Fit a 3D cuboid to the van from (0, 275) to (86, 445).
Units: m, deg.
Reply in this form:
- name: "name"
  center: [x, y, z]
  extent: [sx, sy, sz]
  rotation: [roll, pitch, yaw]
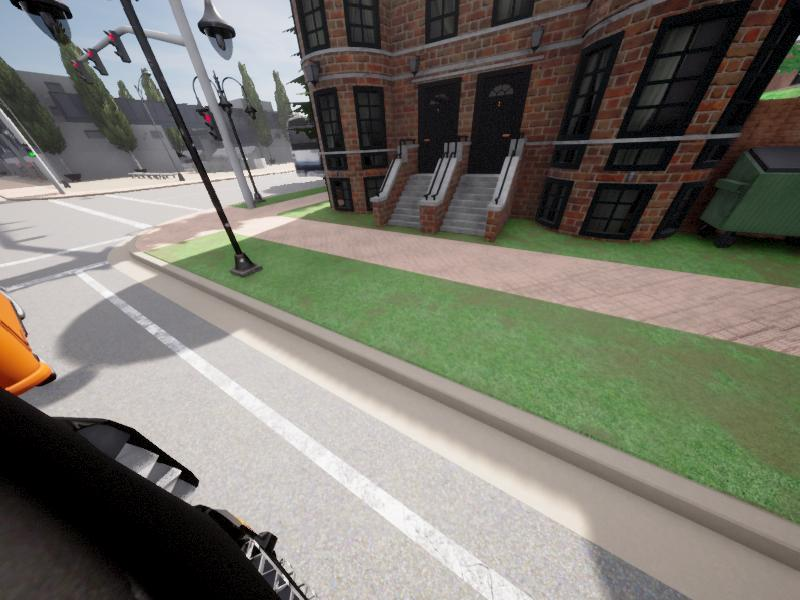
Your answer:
- name: "van"
  center: [-5.884, 0.149, 2.364]
  extent: [4.442, 1.987, 1.775]
  rotation: [16, 38, 26]

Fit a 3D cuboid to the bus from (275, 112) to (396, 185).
- name: "bus"
  center: [-4.656, -13.365, 20.553]
  extent: [3.944, 4.253, 10.273]
  rotation: [15, 38, 25]
